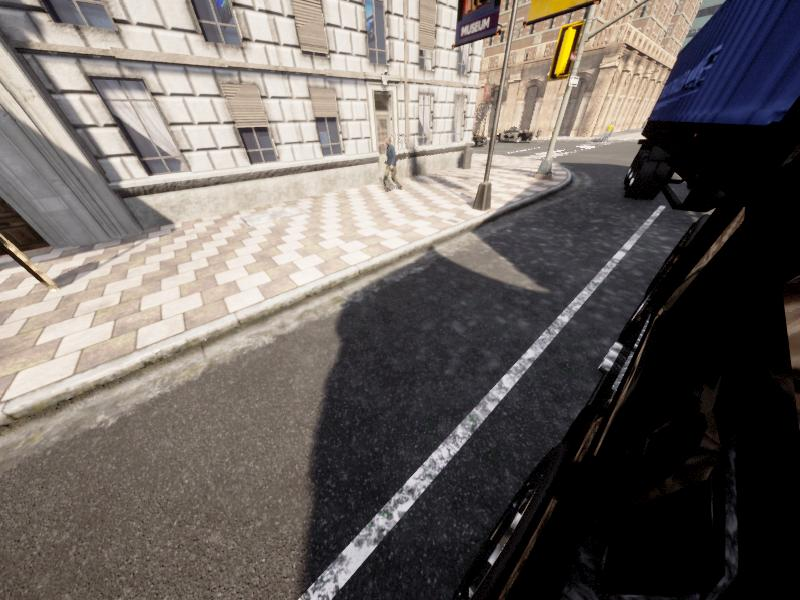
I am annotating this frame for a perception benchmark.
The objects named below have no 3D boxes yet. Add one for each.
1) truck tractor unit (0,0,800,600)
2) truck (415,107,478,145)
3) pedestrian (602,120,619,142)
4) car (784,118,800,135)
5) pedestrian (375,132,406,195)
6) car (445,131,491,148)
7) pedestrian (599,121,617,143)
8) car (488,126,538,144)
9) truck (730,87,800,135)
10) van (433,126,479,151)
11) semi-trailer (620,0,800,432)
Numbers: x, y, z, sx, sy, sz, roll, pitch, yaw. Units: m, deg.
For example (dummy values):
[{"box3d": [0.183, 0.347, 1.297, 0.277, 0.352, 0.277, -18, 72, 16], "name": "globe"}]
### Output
[{"box3d": [2.645, -0.295, 0.351, 6.516, 4.208, 3.053, -28, 44, -30], "name": "truck tractor unit"}, {"box3d": [6.113, -24.210, 32.405, 2.891, 3.827, 8.468, -29, 44, -30], "name": "truck"}, {"box3d": [23.120, -18.567, 25.396, 0.751, 1.860, 0.751, 23, 44, 30], "name": "pedestrian"}, {"box3d": [43.619, -18.670, 24.754, 4.718, 1.301, 1.895, -29, 44, -30], "name": "car"}, {"box3d": [-0.328, -5.010, 8.509, 0.751, 1.860, 0.751, -23, 41, -25], "name": "pedestrian"}, {"box3d": [7.866, -18.936, 27.195, 1.837, 1.490, 4.892, -29, 44, -30], "name": "car"}, {"box3d": [21.563, -17.411, 23.949, 0.751, 1.860, 0.751, 25, 45, 31], "name": "pedestrian"}, {"box3d": [14.272, -21.153, 29.628, 1.930, 1.638, 5.238, -29, 44, -30], "name": "car"}, {"box3d": [41.743, -21.453, 26.478, 8.468, 3.827, 2.891, -29, 44, -30], "name": "truck"}, {"box3d": [5.824, -17.275, 24.694, 1.775, 1.987, 4.442, -29, 44, -30], "name": "van"}, {"box3d": [7.689, -4.149, 5.011, 2.717, 4.402, 14.254, 23, 44, 30], "name": "semi-trailer"}]
